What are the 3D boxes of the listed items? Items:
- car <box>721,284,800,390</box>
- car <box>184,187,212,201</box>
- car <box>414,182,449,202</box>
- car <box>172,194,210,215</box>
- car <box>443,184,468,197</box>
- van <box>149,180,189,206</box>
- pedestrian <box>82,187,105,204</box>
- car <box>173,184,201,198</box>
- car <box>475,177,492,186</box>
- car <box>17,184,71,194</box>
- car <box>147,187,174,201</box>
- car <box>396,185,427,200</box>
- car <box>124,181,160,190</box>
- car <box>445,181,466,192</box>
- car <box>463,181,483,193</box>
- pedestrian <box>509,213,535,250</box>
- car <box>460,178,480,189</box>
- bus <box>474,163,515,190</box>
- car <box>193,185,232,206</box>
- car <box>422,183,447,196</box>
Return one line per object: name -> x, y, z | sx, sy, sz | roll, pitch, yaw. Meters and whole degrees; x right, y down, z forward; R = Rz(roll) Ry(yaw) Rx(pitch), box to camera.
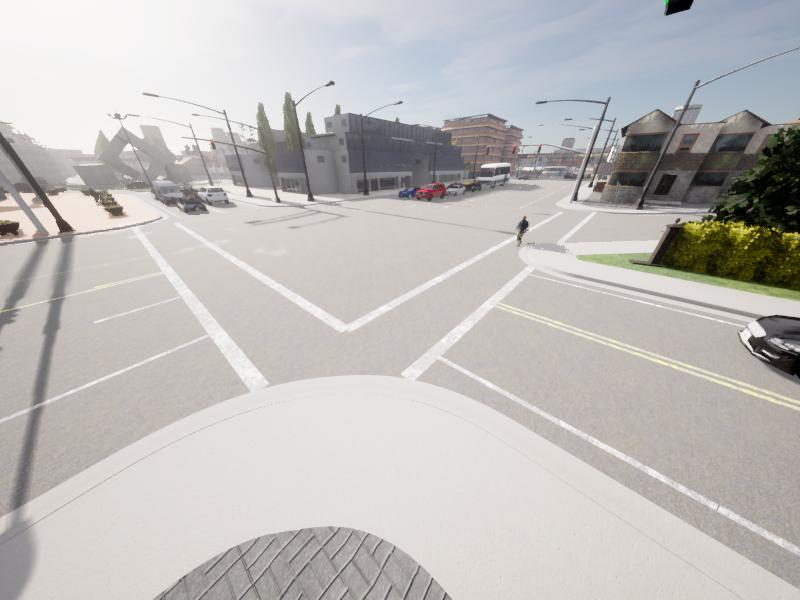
car -> 10.595, 1.434, 4.315 | 4.902, 1.511, 2.128 | 23, 37, 34
car -> -29.555, -15.560, 33.787 | 4.193, 1.474, 1.816 | 23, 37, 34
car -> 4.495, -15.481, 32.969 | 2.150, 2.045, 5.566 | 23, 37, 34
car -> -22.037, -10.091, 24.314 | 4.193, 1.474, 1.816 | 23, 37, 34
car -> 9.175, -18.068, 37.952 | 1.812, 1.442, 4.674 | 23, 38, 34
van -> -29.768, -13.829, 29.726 | 5.915, 2.561, 1.988 | 23, 37, 34
pedestrian -> -37.237, -12.683, 28.114 | 0.751, 1.860, 0.751 | 0, 30, 1
car -> -34.663, -17.825, 37.543 | 5.238, 1.638, 1.930 | 23, 37, 34
car -> 19.038, -27.106, 52.717 | 1.812, 1.442, 4.674 | 23, 39, 34
car -> -64.659, -20.294, 42.052 | 5.357, 1.411, 2.033 | -5, 30, -9
car -> -35.140, -15.621, 33.838 | 3.633, 1.501, 1.845 | 22, 37, 33
car -> 1.789, -16.373, 35.030 | 1.882, 1.535, 5.008 | 22, 37, 34
car -> -55.014, -24.575, 49.381 | 4.892, 1.490, 1.837 | -25, 39, -36
car -> 10.656, -21.736, 44.166 | 1.994, 1.385, 4.181 | 24, 39, 35
car -> 13.383, -20.697, 42.256 | 1.816, 1.474, 4.193 | 23, 38, 34
pedestrian -> 6.975, -3.933, 13.215 | 0.751, 1.860, 0.751 | 21, 36, 32
car -> 14.715, -24.380, 48.283 | 1.882, 1.535, 5.008 | 23, 39, 34
bus -> 19.637, -25.762, 47.774 | 3.944, 4.253, 10.273 | 23, 39, 34
car -> -24.089, -13.486, 29.622 | 5.566, 2.045, 2.150 | 23, 37, 34
car -> 5.948, -18.877, 39.331 | 1.837, 1.490, 4.892 | 22, 38, 34
